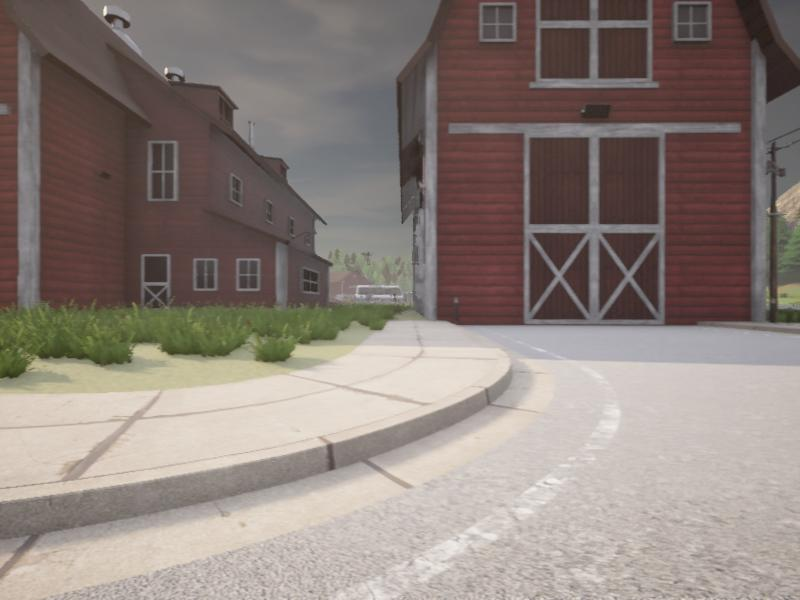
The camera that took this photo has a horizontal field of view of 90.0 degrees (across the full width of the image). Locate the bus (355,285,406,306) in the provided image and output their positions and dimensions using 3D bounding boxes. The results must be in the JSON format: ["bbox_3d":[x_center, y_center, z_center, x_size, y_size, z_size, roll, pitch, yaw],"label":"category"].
[{"bbox_3d":[-4.213,-0.959,84.078,10.273,4.253,3.944,0,0,-8],"label":"bus"}]

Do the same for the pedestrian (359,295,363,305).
[{"bbox_3d":[-7.323,0.043,75.524,0.751,1.860,0.751,0,0,-9],"label":"pedestrian"}]
